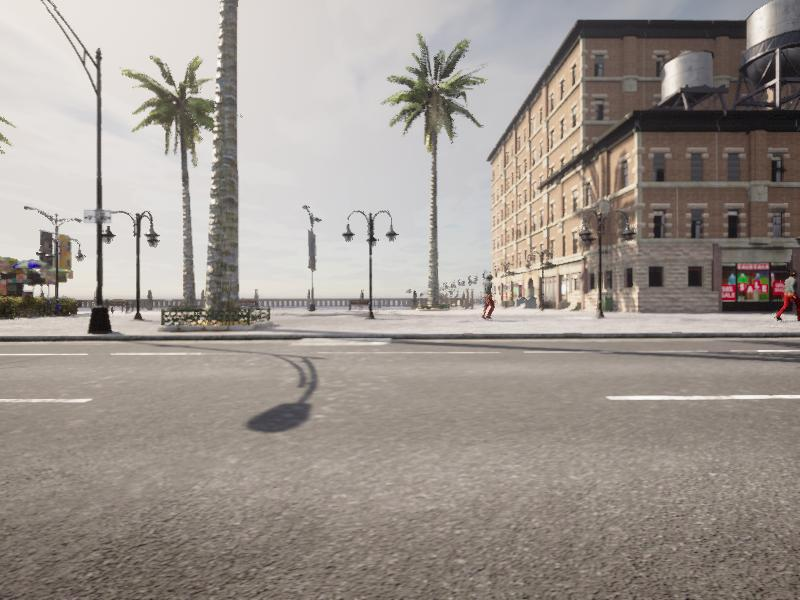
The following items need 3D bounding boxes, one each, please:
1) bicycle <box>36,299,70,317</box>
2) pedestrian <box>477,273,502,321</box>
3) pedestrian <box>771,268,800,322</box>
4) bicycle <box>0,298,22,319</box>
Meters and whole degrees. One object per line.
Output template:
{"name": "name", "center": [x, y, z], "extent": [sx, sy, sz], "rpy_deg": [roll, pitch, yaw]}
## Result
{"name": "bicycle", "center": [-19.850, 0.433, 22.892], "extent": [1.643, 1.024, 0.373], "rpy_deg": [0, 0, -1]}
{"name": "pedestrian", "center": [3.550, -0.129, 15.899], "extent": [0.751, 1.860, 0.751], "rpy_deg": [0, 0, -4]}
{"name": "pedestrian", "center": [13.849, -0.177, 14.136], "extent": [0.751, 1.860, 0.751], "rpy_deg": [0, 0, 5]}
{"name": "bicycle", "center": [-19.813, 0.433, 19.875], "extent": [1.643, 1.024, 0.373], "rpy_deg": [0, 0, -1]}
